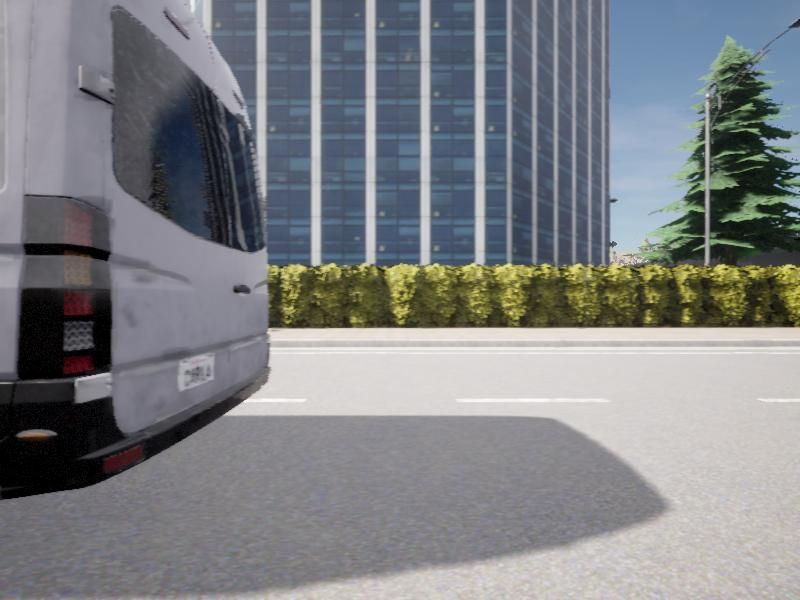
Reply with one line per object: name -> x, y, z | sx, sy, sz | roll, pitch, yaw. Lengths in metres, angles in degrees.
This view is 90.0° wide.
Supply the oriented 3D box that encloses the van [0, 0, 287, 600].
van -> -3.860, -0.276, 2.194 | 5.915, 2.561, 1.988 | 0, 0, 0
